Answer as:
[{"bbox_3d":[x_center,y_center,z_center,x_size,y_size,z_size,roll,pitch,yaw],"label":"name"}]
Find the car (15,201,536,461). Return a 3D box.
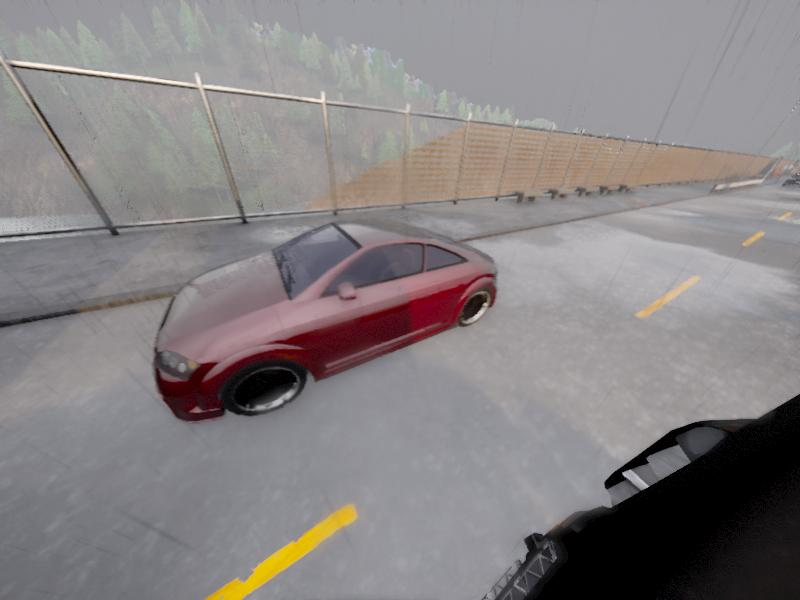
[{"bbox_3d":[-0.586,-0.281,3.124,4.181,1.385,1.994,-16,38,-26],"label":"car"}]

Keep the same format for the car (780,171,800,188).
[{"bbox_3d":[50.005,-14.913,28.570,5.027,1.651,2.152,-15,37,-25],"label":"car"}]

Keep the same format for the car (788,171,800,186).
[{"bbox_3d":[55.952,-16.635,31.586,4.856,1.649,2.033,-16,38,-26],"label":"car"}]

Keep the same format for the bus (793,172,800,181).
[{"bbox_3d":[72.437,-22.378,39.039,10.273,4.253,3.944,-16,38,-26],"label":"bus"}]
